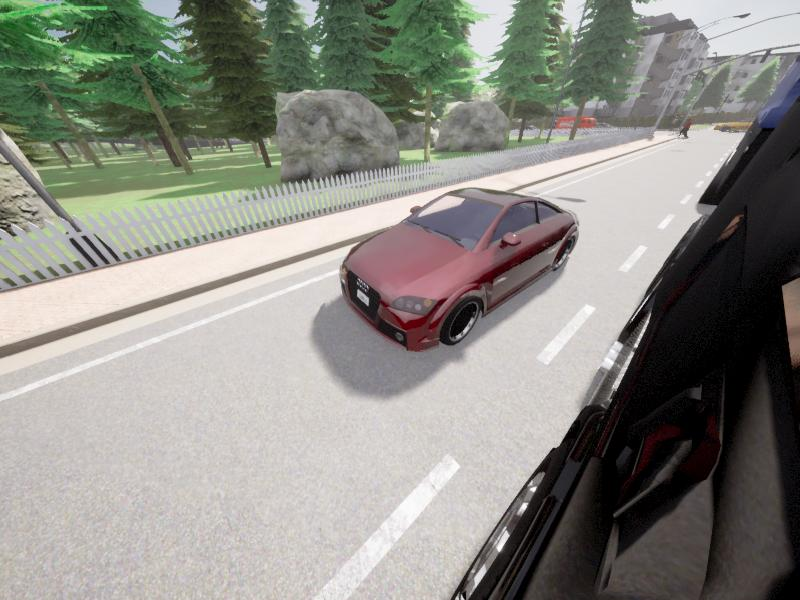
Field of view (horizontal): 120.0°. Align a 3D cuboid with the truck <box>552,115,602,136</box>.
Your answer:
[{"bbox_3d":[27.676,-27.363,36.373,2.627,2.467,5.204,-26,43,-28],"label":"truck"}]

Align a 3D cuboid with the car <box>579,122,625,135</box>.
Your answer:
[{"bbox_3d":[31.963,-27.229,36.724,2.128,1.511,4.902,-26,43,-28],"label":"car"}]

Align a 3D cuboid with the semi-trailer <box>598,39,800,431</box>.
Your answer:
[{"bbox_3d":[8.707,-3.601,4.214,14.254,4.402,2.717,-28,44,-30],"label":"semi-trailer"}]

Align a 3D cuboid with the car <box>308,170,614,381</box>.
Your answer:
[{"bbox_3d":[1.113,-0.949,3.699,4.181,1.385,1.994,-26,43,-28],"label":"car"}]

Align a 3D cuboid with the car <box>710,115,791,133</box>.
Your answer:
[{"bbox_3d":[43.622,-22.014,28.963,1.801,1.575,5.366,-26,43,-28],"label":"car"}]

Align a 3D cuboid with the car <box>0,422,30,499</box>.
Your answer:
[{"bbox_3d":[-4.470,1.840,0.127,3.988,1.617,1.851,-27,43,-29],"label":"car"}]

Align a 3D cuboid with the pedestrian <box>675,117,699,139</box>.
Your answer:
[{"bbox_3d":[30.191,-18.104,24.318,0.751,1.860,0.751,-27,43,-29],"label":"pedestrian"}]

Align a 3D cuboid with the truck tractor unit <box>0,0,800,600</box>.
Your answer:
[{"bbox_3d":[2.645,-0.295,0.351,6.516,4.208,3.053,-28,44,-30],"label":"truck tractor unit"}]

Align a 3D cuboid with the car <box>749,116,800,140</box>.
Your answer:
[{"bbox_3d":[36.041,-16.192,21.667,5.366,1.575,1.801,-16,39,-17],"label":"car"}]
